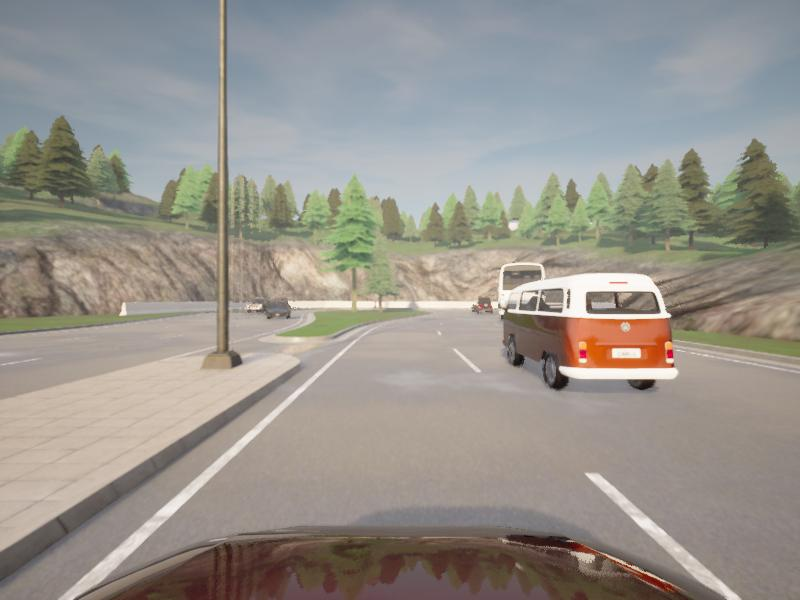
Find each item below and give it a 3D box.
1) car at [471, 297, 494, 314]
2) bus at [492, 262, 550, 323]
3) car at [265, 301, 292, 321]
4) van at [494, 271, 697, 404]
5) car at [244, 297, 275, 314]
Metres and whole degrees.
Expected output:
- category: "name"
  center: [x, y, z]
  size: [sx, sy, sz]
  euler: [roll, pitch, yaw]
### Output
- category: "car"
  center: [9.849, 0.630, 48.069]
  size: [1.905, 1.878, 3.866]
  euler: [0, 0, 0]
- category: "bus"
  center: [9.943, -0.545, 33.242]
  size: [3.944, 4.253, 10.273]
  euler: [0, 0, 16]
- category: "car"
  center: [-9.895, 0.843, 32.926]
  size: [1.816, 1.474, 4.193]
  euler: [0, 0, -12]
- category: "van"
  center: [3.506, 0.568, 8.346]
  size: [2.069, 2.038, 4.480]
  euler: [0, 0, 0]
- category: "car"
  center: [-16.153, 0.637, 46.247]
  size: [1.932, 1.855, 4.605]
  euler: [-1, 0, -1]
